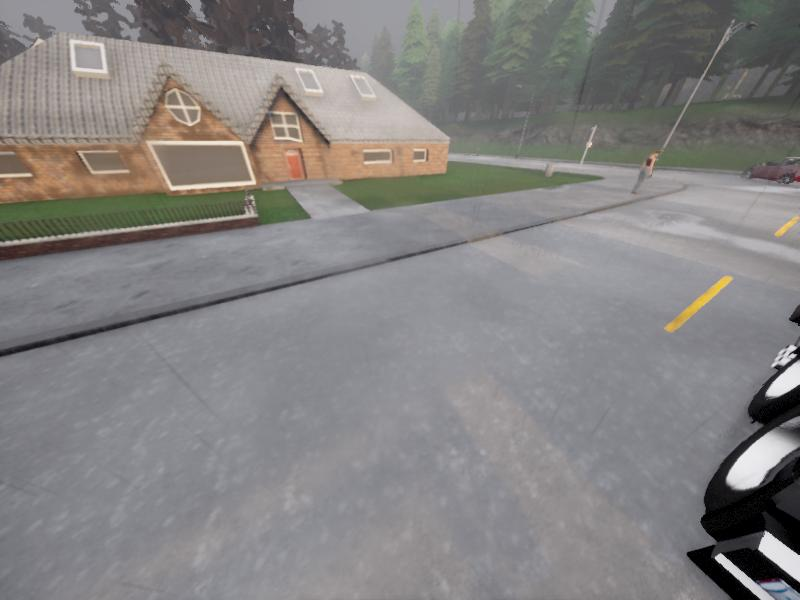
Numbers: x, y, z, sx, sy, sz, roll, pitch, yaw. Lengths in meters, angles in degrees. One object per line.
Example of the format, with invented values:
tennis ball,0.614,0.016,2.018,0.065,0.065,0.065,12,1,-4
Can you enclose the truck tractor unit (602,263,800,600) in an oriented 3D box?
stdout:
truck tractor unit,5.107,-0.304,0.788,6.516,4.208,3.053,-18,39,-24

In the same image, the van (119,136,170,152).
van,-49.746,-30.571,45.262,5.915,2.561,1.988,-18,39,-24

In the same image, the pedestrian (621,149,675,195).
pedestrian,11.664,-6.045,10.949,0.751,1.860,0.751,3,35,3

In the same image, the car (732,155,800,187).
car,25.061,-8.444,15.029,1.845,1.501,3.633,8,36,11
